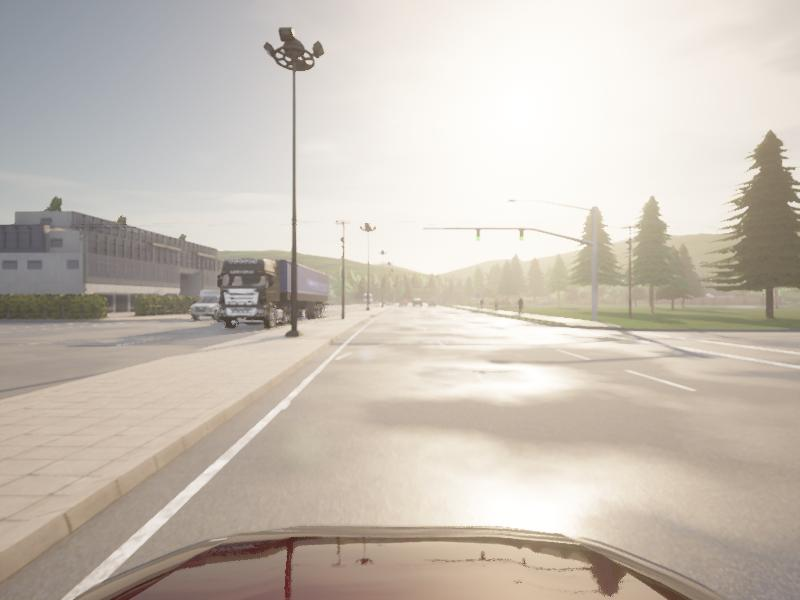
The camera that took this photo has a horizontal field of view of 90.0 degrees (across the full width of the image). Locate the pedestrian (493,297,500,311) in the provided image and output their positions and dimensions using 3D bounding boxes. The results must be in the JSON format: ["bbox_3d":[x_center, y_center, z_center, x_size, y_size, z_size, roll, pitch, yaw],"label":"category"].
[{"bbox_3d":[12.589,0.536,52.192,0.751,1.860,0.751,0,0,3],"label":"pedestrian"}]

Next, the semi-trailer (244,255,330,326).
[{"bbox_3d":[-8.317,-0.587,32.157,2.717,4.402,14.254,0,0,0],"label":"semi-trailer"}]

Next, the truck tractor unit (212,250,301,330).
[{"bbox_3d":[-8.364,-0.500,24.243,3.053,4.208,6.516,0,0,0],"label":"truck tractor unit"}]

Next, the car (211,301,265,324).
[{"bbox_3d":[-11.865,0.855,29.725,2.038,1.542,4.974,0,0,0],"label":"car"}]

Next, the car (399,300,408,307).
[{"bbox_3d":[0.901,0.878,99.323,2.152,1.651,5.027,0,0,1],"label":"car"}]

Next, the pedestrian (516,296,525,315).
[{"bbox_3d":[12.185,0.524,40.435,0.751,1.860,0.751,0,0,3],"label":"pedestrian"}]

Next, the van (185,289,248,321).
[{"bbox_3d":[-15.341,0.411,34.064,2.351,2.431,6.366,0,0,1],"label":"van"}]
